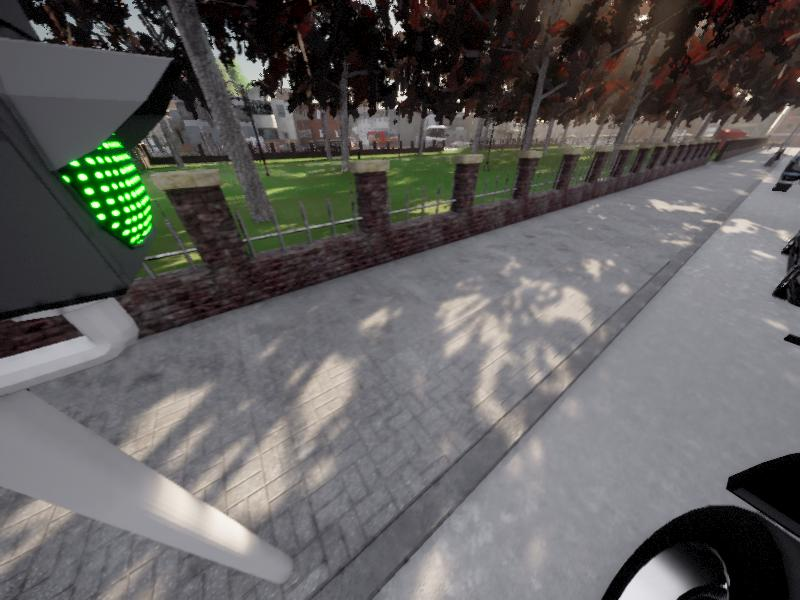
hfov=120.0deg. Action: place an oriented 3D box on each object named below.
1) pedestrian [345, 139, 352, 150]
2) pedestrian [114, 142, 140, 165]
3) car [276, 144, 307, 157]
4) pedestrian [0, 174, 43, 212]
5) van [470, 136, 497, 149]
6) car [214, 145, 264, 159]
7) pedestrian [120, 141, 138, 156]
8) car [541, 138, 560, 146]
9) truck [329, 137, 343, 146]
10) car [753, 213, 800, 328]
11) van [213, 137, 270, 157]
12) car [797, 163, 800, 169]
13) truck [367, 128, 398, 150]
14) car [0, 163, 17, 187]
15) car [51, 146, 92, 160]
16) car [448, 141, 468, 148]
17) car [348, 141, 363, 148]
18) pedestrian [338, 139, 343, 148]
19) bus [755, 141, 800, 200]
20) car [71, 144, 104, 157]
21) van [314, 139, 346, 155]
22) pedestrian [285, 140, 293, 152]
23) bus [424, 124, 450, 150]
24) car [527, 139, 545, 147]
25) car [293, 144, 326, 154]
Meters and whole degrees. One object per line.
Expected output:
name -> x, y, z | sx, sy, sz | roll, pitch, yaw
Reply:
pedestrian -> -10.328, -31.215, 46.403 | 0.751, 1.860, 0.751 | -21, 40, -26
pedestrian -> -26.594, -14.284, 22.546 | 0.751, 1.860, 0.751 | -18, 39, -24
car -> -16.257, -22.648, 34.827 | 3.633, 1.501, 1.845 | -23, 41, -29
pedestrian -> -13.814, -3.840, 8.290 | 0.500, 1.100, 0.500 | -23, 41, -28
van -> 20.021, -37.739, 55.285 | 6.366, 2.431, 2.351 | -22, 41, -28
car -> -22.046, -20.408, 31.817 | 5.357, 1.411, 2.033 | -21, 40, -27
pedestrian -> -39.666, -22.156, 33.837 | 0.751, 1.860, 0.751 | -16, 38, -21
car -> 45.998, -48.134, 70.390 | 5.566, 2.045, 2.150 | -22, 41, -28
truck -> -22.299, -55.526, 80.681 | 2.627, 2.467, 5.204 | -22, 41, -28
car -> 8.251, -0.789, 3.748 | 5.357, 1.411, 2.033 | -22, 41, -28
van -> -23.571, -22.940, 34.523 | 6.366, 2.431, 2.351 | -22, 41, -28
car -> 33.702, -11.370, 18.111 | 3.866, 1.878, 1.905 | -22, 41, -28
truck -> -4.021, -37.103, 53.232 | 2.891, 3.827, 8.468 | -23, 41, -28
car -> -23.427, -6.486, 11.963 | 1.882, 1.535, 5.008 | -22, 41, -28
car -> -45.300, -20.382, 31.994 | 1.994, 1.385, 4.181 | -22, 41, -28
car -> 14.046, -37.860, 56.223 | 4.674, 1.442, 1.812 | -22, 41, -28
car -> -12.241, -42.863, 63.476 | 2.128, 1.511, 4.902 | -22, 41, -28
pedestrian -> -15.232, -40.242, 59.258 | 0.751, 1.860, 0.751 | -21, 40, -27
bus -> 22.056, -7.508, 10.670 | 10.273, 4.253, 3.944 | -23, 41, -27
car -> -49.362, -23.768, 36.623 | 1.851, 1.617, 3.988 | -22, 41, -28
van -> -11.292, -24.801, 37.444 | 4.442, 1.987, 1.775 | -24, 41, -29
pedestrian -> -19.970, -27.679, 41.482 | 0.751, 1.860, 0.751 | -21, 40, -27
bus -> 7.946, -36.198, 51.534 | 3.944, 4.253, 10.273 | 1, 34, 0
car -> 39.137, -45.270, 66.528 | 4.605, 1.855, 1.932 | -22, 41, -28
car -> -15.420, -25.662, 39.298 | 4.718, 1.301, 1.895 | -20, 40, -26
